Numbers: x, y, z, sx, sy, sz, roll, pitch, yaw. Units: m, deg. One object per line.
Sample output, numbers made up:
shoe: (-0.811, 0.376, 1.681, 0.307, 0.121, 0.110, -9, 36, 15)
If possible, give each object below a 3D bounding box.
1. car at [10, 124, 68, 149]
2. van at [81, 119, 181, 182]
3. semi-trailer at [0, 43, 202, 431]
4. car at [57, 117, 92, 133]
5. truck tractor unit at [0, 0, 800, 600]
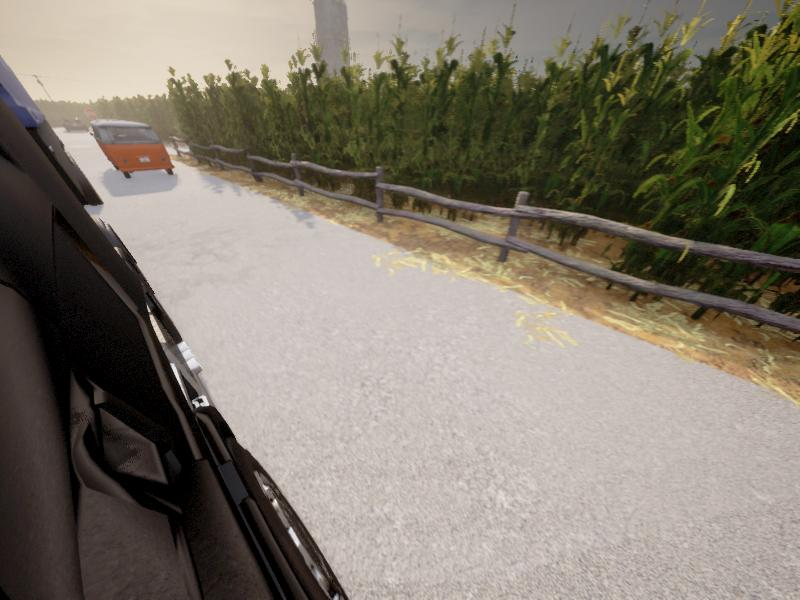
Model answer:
car: (-27.850, -12.644, 17.833, 4.718, 1.301, 1.895, 26, 43, 28)
van: (-12.277, -6.937, 10.539, 4.442, 1.987, 1.775, 28, 44, 30)
semi-trailer: (-8.707, -3.588, 4.235, 14.254, 4.402, 2.717, 28, 44, 30)
car: (-46.970, -25.293, 33.313, 4.611, 1.667, 2.242, 28, 44, 30)
truck tractor unit: (-2.645, -0.295, 0.351, 6.516, 4.208, 3.053, 28, 44, 30)
